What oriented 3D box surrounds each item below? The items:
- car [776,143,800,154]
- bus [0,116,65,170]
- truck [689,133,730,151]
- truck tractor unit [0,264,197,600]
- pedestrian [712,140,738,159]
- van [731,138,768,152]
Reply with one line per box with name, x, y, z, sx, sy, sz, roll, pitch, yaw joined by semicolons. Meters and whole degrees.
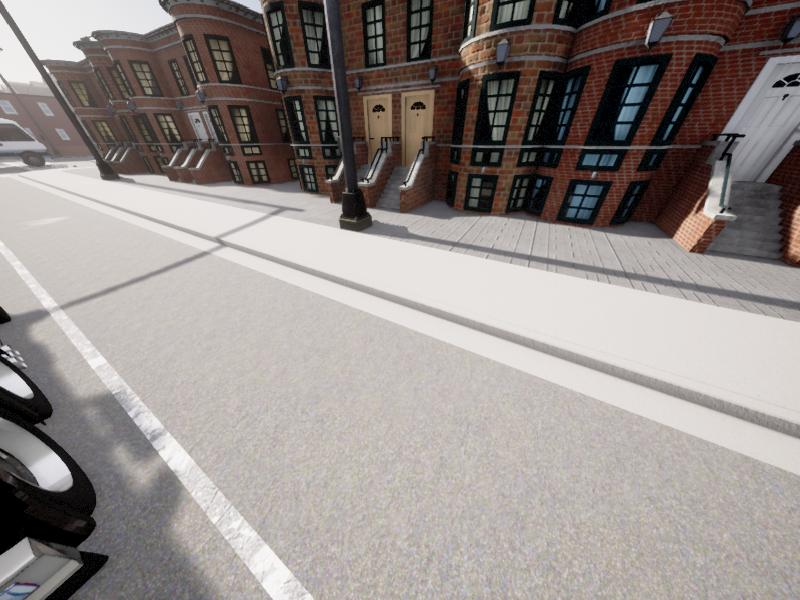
car;67.691;-25.617;39.056;2.038;1.542;4.974;17;38;23
bus;-41.495;-14.634;21.603;3.944;4.253;10.273;18;39;24
truck;83.367;-42.611;62.510;2.891;3.827;8.468;17;38;23
truck tractor unit;-5.111;-0.301;0.780;6.516;4.208;3.053;18;39;24
pedestrian;38.142;-17.678;27.136;0.751;1.860;0.751;8;36;12
van;81.676;-36.258;54.165;1.988;2.561;5.915;17;37;23
